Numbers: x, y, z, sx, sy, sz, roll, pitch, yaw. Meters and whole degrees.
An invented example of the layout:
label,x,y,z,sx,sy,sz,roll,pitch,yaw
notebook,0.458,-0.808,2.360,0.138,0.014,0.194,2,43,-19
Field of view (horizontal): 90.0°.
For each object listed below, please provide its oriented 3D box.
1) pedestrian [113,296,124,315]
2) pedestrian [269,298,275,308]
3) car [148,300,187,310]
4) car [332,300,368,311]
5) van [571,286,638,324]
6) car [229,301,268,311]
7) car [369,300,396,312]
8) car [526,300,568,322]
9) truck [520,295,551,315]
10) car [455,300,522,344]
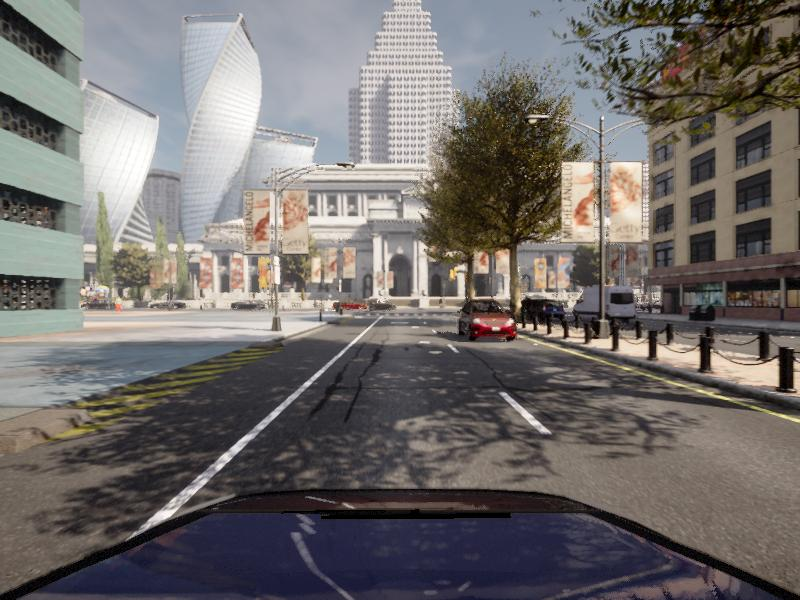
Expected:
label,x,y,z,sx,sy,sz,roll,pitch,yaw
pedestrian,-27.965,0.495,39.739,0.751,1.860,0.751,0,0,-28
pedestrian,-23.028,0.502,71.941,0.751,1.860,0.751,0,0,-4
car,-37.798,0.787,65.167,5.238,1.638,1.930,0,0,-3
car,-7.198,0.837,58.135,5.008,1.535,1.882,0,0,0
van,14.996,0.331,29.860,1.988,2.561,5.915,0,0,0
car,-22.029,0.851,58.183,4.902,1.511,2.128,0,0,0
car,-2.371,0.828,54.615,3.705,1.549,1.789,0,0,0
car,11.493,0.796,31.599,1.851,1.617,3.988,0,0,0
truck,15.708,0.554,46.702,2.390,2.098,6.274,0,0,8
car,3.493,0.792,16.535,1.851,1.617,3.988,0,0,0
